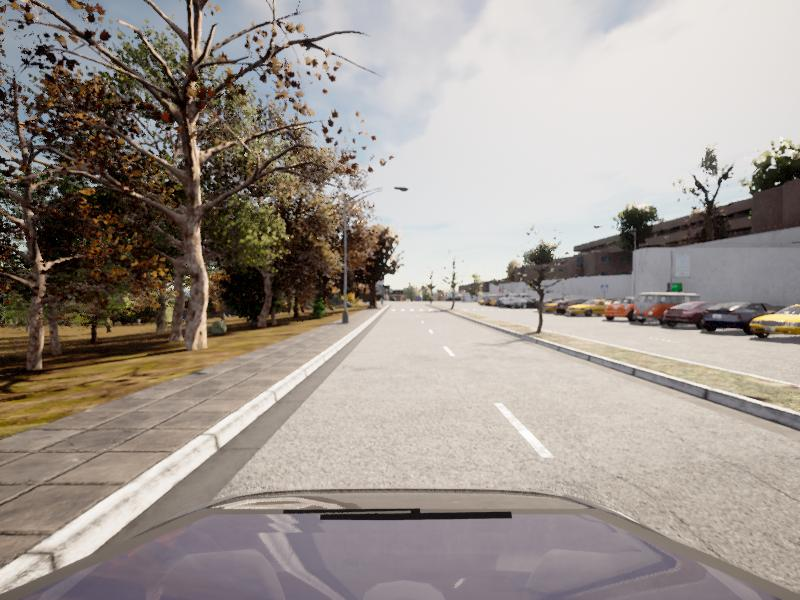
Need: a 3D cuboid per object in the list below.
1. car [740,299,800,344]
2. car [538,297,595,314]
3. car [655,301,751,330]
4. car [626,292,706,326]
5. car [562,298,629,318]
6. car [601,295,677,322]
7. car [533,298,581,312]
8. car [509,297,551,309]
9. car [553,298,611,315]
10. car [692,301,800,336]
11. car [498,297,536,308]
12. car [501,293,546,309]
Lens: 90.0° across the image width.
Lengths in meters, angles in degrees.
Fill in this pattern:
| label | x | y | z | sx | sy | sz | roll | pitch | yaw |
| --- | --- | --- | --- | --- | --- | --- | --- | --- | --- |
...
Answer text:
| label | x | y | z | sx | sy | sz | roll | pitch | yaw |
| --- | --- | --- | --- | --- | --- | --- | --- | --- | --- |
| car | 16.712 | 0.811 | 16.281 | 5.366 | 1.575 | 1.946 | 1 | 1 | -20 |
| car | 16.744 | 0.553 | 40.157 | 5.366 | 1.575 | 1.946 | 1 | 1 | -20 |
| car | 16.887 | 0.814 | 22.322 | 4.674 | 1.452 | 2.002 | 1 | 0 | -20 |
| car | 16.792 | 0.522 | 25.252 | 4.442 | 1.987 | 1.878 | 1 | 1 | -20 |
| car | 16.735 | 0.634 | 34.191 | 5.366 | 1.575 | 1.946 | 1 | 1 | -20 |
| car | 16.873 | 0.589 | 28.280 | 4.553 | 1.767 | 2.185 | 1 | 0 | -20 |
| car | 16.917 | 0.562 | 43.205 | 4.674 | 1.452 | 2.002 | 1 | 0 | -20 |
| car | 16.944 | 0.426 | 52.145 | 4.892 | 1.521 | 2.231 | 1 | 1 | -20 |
| car | 16.940 | 0.628 | 37.253 | 4.792 | 1.488 | 2.163 | 1 | 1 | -20 |
| car | 16.915 | 0.830 | 19.350 | 4.792 | 1.488 | 2.163 | 1 | 0 | -20 |
| car | 16.948 | 0.372 | 58.110 | 5.008 | 1.535 | 2.097 | 1 | 1 | -20 |
| car | 16.968 | 0.145 | 55.144 | 5.566 | 2.045 | 2.435 | 1 | 0 | -20 |
